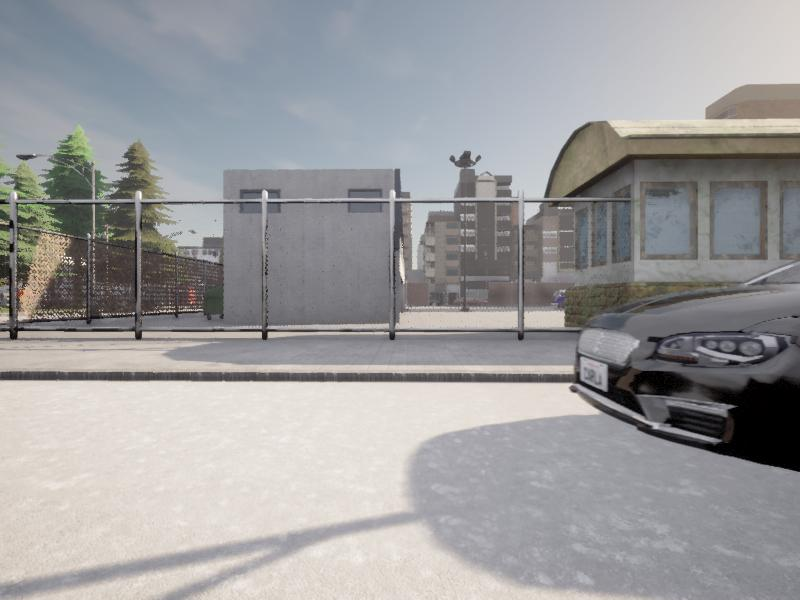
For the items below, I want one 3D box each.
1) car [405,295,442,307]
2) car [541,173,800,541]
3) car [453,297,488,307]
[{"bbox_3d":[3.273,0.171,56.275,5.238,1.638,1.930,0,0,2],"label":"car"},{"bbox_3d":[3.758,0.237,2.664,4.902,1.511,2.128,0,0,1],"label":"car"},{"bbox_3d":[9.808,0.270,56.091,4.674,1.442,1.812,0,0,1],"label":"car"}]
